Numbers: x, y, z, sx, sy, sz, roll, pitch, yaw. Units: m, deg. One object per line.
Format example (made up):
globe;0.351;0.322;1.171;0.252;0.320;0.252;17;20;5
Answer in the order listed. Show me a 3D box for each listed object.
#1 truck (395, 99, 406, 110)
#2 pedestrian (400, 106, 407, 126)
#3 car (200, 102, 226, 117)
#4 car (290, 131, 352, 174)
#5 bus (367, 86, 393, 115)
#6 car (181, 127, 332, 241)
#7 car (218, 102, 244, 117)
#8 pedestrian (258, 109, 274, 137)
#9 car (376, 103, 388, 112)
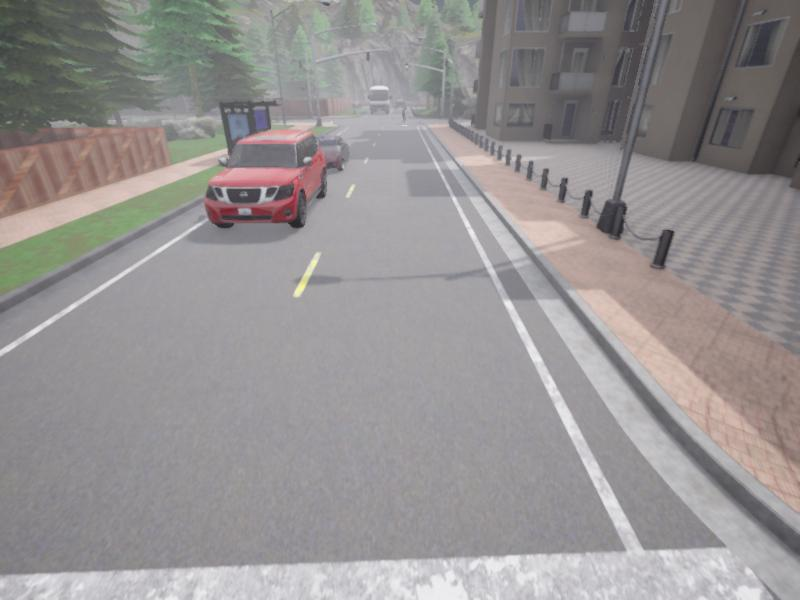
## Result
truck;0.057;-43.662;89.205;2.390;2.098;6.274;0;27;0
pedestrian;0.385;-19.682;42.798;0.751;1.860;0.751;0;27;1
car;-27.486;-28.130;58.958;1.905;1.878;3.866;-1;27;-1
car;-3.487;-6.914;18.568;1.994;1.385;4.181;0;27;0
bus;-3.334;-34.882;69.792;3.944;4.253;10.273;0;27;0
car;-3.491;-3.559;11.302;2.150;2.045;5.566;0;27;0
car;-24.982;-28.336;59.353;1.932;1.855;4.605;-1;27;-1
pedestrian;-10.103;-13.382;30.225;0.751;1.860;0.751;-2;27;-3
car;-3.450;-37.795;78.451;2.128;1.511;4.902;0;27;0
